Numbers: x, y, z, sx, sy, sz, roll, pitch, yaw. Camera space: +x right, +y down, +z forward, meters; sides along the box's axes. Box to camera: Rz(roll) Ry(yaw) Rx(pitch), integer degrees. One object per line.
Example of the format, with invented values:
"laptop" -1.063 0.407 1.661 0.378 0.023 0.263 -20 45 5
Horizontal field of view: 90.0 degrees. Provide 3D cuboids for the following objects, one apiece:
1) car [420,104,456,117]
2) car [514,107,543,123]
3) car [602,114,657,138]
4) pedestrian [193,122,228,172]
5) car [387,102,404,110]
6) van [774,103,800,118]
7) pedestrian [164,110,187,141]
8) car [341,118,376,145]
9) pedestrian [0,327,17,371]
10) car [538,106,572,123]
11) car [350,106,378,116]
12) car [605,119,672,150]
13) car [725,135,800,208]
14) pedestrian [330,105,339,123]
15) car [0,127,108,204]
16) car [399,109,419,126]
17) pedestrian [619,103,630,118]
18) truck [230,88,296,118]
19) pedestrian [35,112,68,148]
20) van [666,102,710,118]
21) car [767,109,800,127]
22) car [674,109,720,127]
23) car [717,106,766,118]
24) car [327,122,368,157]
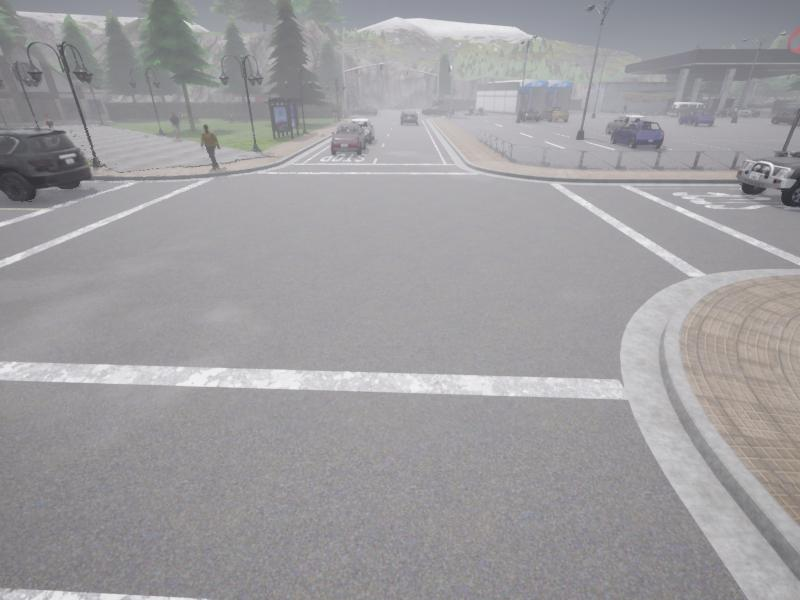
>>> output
"car" 5.914 -29.502 62.283 5.238 1.638 1.930 -12 29 -22
"car" 15.300 -22.158 47.780 2.007 1.523 4.514 1 27 1
"car" 17.740 -13.581 31.171 1.970 1.475 3.806 1 27 1
"pedestrian" -7.791 -6.317 16.504 0.751 1.860 0.751 -2 27 -5
"car" -0.932 -42.720 88.024 2.033 1.649 4.856 9 29 17
"van" 57.599 -27.505 57.985 4.442 1.987 1.775 1 27 2
"pedestrian" -15.087 -11.734 26.954 0.751 1.860 0.751 24 36 38
"car" -2.839 -11.917 28.217 1.970 1.475 3.806 1 27 1
"pedestrian" -5.259 0.092 4.340 0.751 1.860 0.751 1 27 2
"car" 18.437 -22.149 47.740 2.152 1.636 5.027 1 27 1
"car" -5.631 -29.890 63.214 4.193 1.474 1.816 1 27 2
"car" 14.543 -10.241 24.646 1.845 1.501 3.633 1 27 1
"car" 13.322 -3.980 12.277 4.605 1.855 1.932 1 27 1
"pedestrian" -7.321 -20.946 44.998 0.751 1.860 0.751 2 27 4
"car" -13.284 -4.440 13.005 5.566 2.045 2.150 1 27 2
"car" 1.042 -20.779 45.470 2.163 1.488 4.792 0 27 1
"pedestrian" 30.844 -26.056 54.931 0.751 1.860 0.751 1 27 2
"truck" -20.344 -29.529 59.949 8.468 3.827 2.891 1 27 1
"pedestrian" -20.753 -10.139 23.849 0.751 1.860 0.751 15 31 26
"van" 41.996 -27.775 58.468 4.480 2.038 2.069 1 27 2
"car" 40.039 -18.365 40.289 2.007 1.523 4.514 1 27 1
"car" 30.052 -18.498 40.600 1.845 1.501 3.633 1 27 1
"car" 49.726 -27.454 58.324 4.974 1.542 2.038 1 27 2
"car" -2.951 -9.350 23.133 1.789 1.549 3.705 1 27 1
